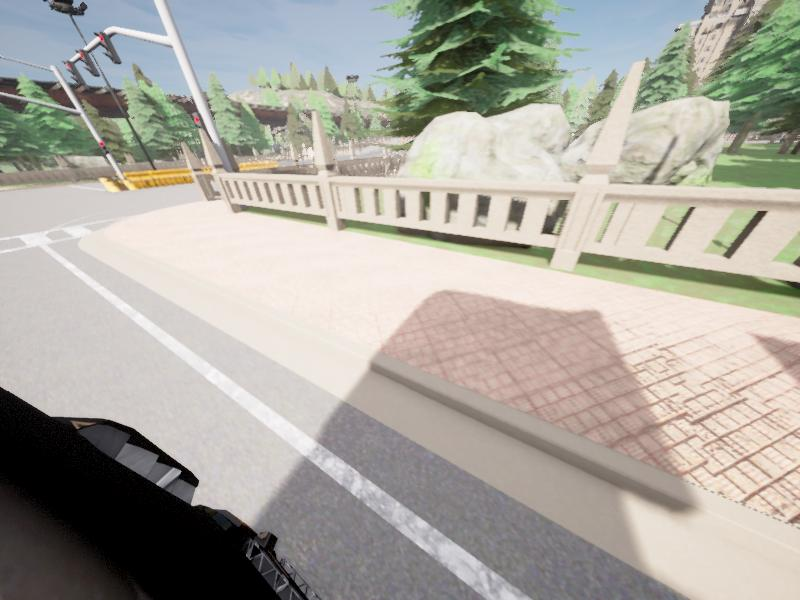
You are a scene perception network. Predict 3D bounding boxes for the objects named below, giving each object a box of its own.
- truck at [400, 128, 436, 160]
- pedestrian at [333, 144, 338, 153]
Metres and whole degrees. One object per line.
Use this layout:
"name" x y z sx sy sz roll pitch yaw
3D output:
"truck" 3.448 -27.978 41.323 2.891 3.827 8.468 16 42 26
"pedestrian" -16.765 -39.425 60.176 0.751 1.860 0.751 16 38 26
